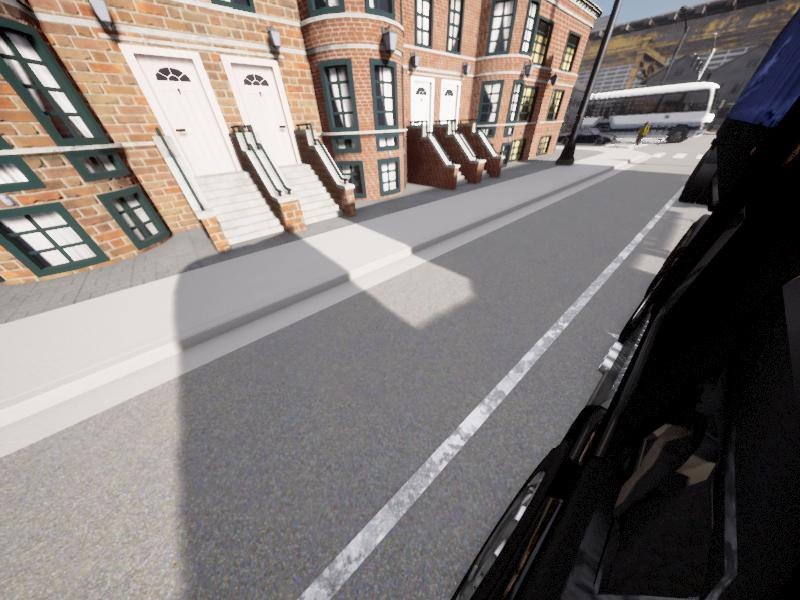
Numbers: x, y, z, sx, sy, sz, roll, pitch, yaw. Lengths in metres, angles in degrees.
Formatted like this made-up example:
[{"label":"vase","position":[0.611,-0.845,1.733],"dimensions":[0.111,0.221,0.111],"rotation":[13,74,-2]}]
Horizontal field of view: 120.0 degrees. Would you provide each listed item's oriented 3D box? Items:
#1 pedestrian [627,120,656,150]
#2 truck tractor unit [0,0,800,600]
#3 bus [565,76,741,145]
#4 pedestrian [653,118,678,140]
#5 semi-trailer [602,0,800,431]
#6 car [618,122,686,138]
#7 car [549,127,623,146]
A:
[{"label":"pedestrian","position":[18.898,-12.904,18.097],"dimensions":[0.751,1.860,0.751],"rotation":[-28,43,-29]},{"label":"truck tractor unit","position":[2.645,-0.295,0.351],"dimensions":[6.516,4.208,3.053],"rotation":[-28,44,-30]},{"label":"bus","position":[23.370,-17.885,22.517],"dimensions":[3.944,4.253,10.273],"rotation":[-28,43,-30]},{"label":"pedestrian","position":[28.322,-18.294,24.704],"dimensions":[0.751,1.860,0.751],"rotation":[1,37,5]},{"label":"semi-trailer","position":[8.478,-3.749,4.429],"dimensions":[14.254,4.402,2.717],"rotation":[-31,45,-32]},{"label":"car","position":[31.149,-21.131,28.746],"dimensions":[2.033,1.411,5.357],"rotation":[-28,44,-30]},{"label":"car","position":[18.690,-16.593,23.470],"dimensions":[2.033,1.411,5.357],"rotation":[-29,44,-30]}]
